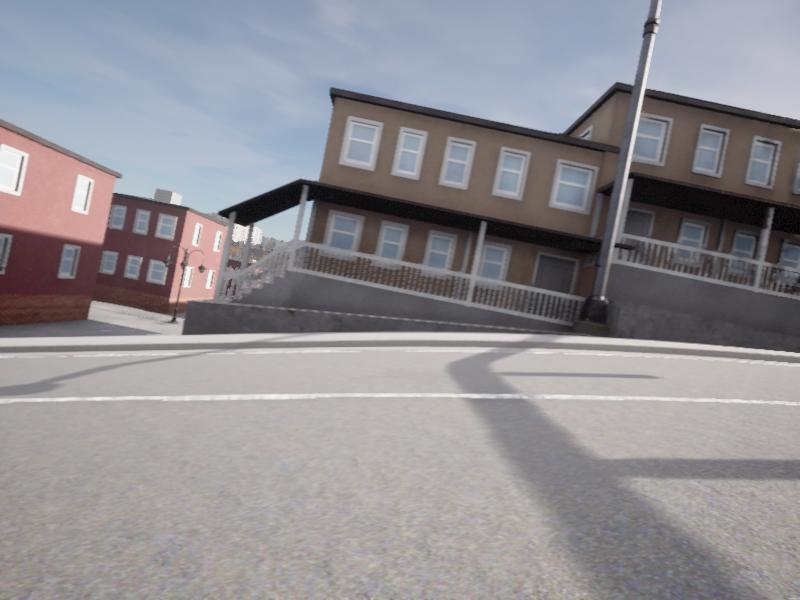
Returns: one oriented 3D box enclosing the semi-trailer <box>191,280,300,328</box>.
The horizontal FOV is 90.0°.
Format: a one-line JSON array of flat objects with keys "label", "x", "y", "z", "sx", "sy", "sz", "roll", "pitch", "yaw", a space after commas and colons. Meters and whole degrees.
[{"label": "semi-trailer", "x": -22.296, "y": 0.608, "z": 58.760, "sx": 14.254, "sy": 4.402, "sz": 2.717, "roll": 11, "pitch": 0, "yaw": -13}]
